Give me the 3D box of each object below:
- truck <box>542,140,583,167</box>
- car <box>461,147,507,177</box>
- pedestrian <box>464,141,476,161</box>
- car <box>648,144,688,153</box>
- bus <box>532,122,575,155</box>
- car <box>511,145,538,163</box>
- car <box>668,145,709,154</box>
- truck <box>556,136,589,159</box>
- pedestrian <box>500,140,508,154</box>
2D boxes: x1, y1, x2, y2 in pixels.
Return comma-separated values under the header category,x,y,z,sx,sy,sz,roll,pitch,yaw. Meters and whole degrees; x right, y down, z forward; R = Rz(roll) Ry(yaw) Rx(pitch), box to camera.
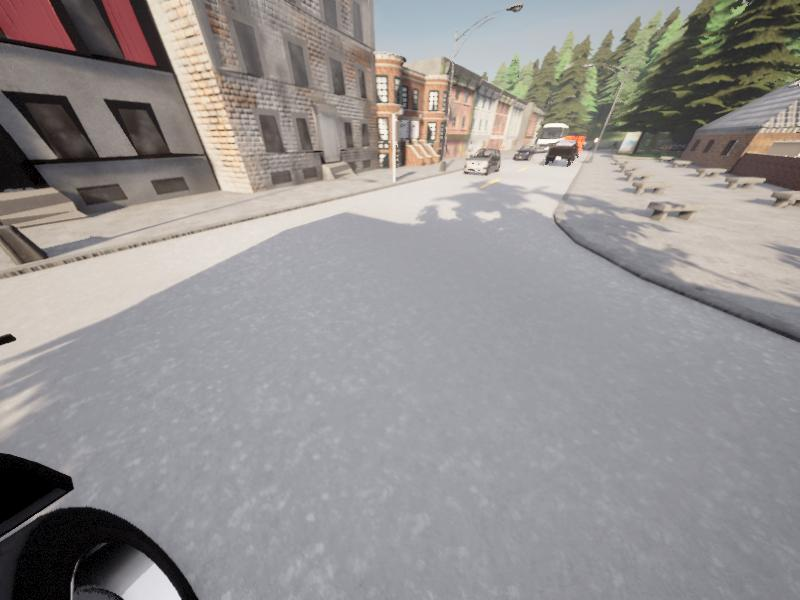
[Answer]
category,x,y,z,sx,sy,sz,roll,pitch,yaw
truck,17.034,-15.373,24.038,2.390,2.098,6.274,22,41,28
car,6.355,-10.464,17.416,1.851,1.617,3.988,22,41,28
pedestrian,7.759,-16.516,25.573,0.751,1.860,0.751,27,43,33
car,59.410,-33.769,51.337,5.366,1.575,1.801,22,41,28
bus,26.891,-28.131,40.352,3.944,4.253,10.273,22,41,28
car,14.611,-17.170,27.061,1.845,1.501,3.633,22,41,28
car,59.181,-31.015,47.511,4.902,1.511,2.128,22,41,28
truck,23.814,-21.046,31.825,2.627,2.467,5.204,23,41,28
pedestrian,16.940,-24.971,37.642,0.751,1.860,0.751,20,40,26
